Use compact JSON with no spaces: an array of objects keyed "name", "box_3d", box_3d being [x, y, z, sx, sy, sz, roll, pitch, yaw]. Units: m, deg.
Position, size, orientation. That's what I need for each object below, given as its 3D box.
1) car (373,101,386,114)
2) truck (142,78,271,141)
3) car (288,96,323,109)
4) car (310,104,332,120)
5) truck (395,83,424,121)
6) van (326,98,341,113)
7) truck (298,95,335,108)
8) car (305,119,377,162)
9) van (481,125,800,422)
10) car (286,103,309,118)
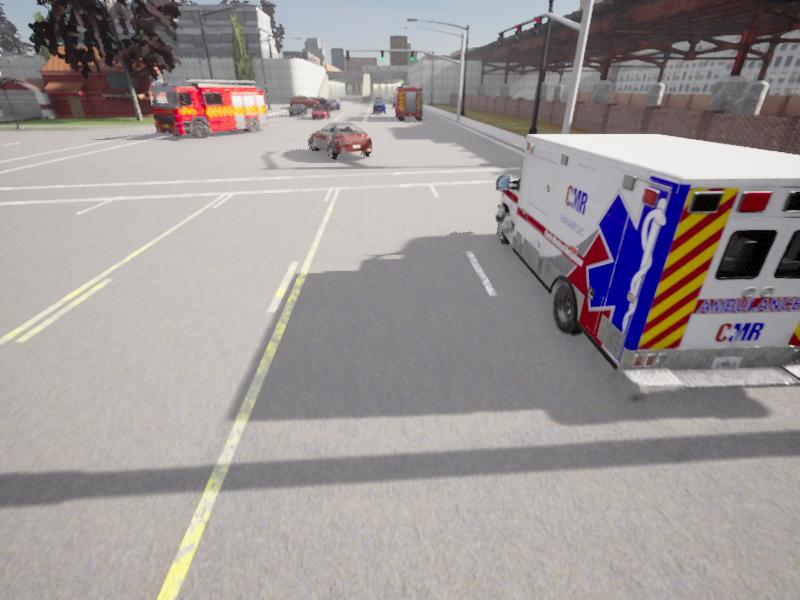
[{"name":"car","box_3d":[-3.128,-29.269,60.699,1.882,1.535,5.008,-1,28,-2]},{"name":"truck","box_3d":[-14.405,-14.869,30.960,2.891,3.827,8.468,15,31,25]},{"name":"car","box_3d":[-17.090,-35.910,72.709,5.566,2.045,2.150,5,28,10]},{"name":"car","box_3d":[-9.451,-22.661,48.198,2.007,1.525,4.514,-1,28,-2]},{"name":"truck","box_3d":[1.006,-24.267,48.789,2.891,3.827,8.468,-1,28,-2]},{"name":"van","box_3d":[-10.175,-29.869,61.345,1.775,1.987,4.442,-1,28,-2]},{"name":"truck","box_3d":[-15.831,-37.800,76.227,6.274,2.098,2.390,5,28,9]},{"name":"car","box_3d":[-3.322,-8.819,21.857,2.152,1.651,5.027,-13,31,-24]},{"name":"van","box_3d":[3.328,-1.287,6.492,2.351,2.431,6.366,-1,27,-3]},{"name":"car","box_3d":[-13.147,-24.488,51.687,1.837,1.490,4.892,-1,28,-2]}]
